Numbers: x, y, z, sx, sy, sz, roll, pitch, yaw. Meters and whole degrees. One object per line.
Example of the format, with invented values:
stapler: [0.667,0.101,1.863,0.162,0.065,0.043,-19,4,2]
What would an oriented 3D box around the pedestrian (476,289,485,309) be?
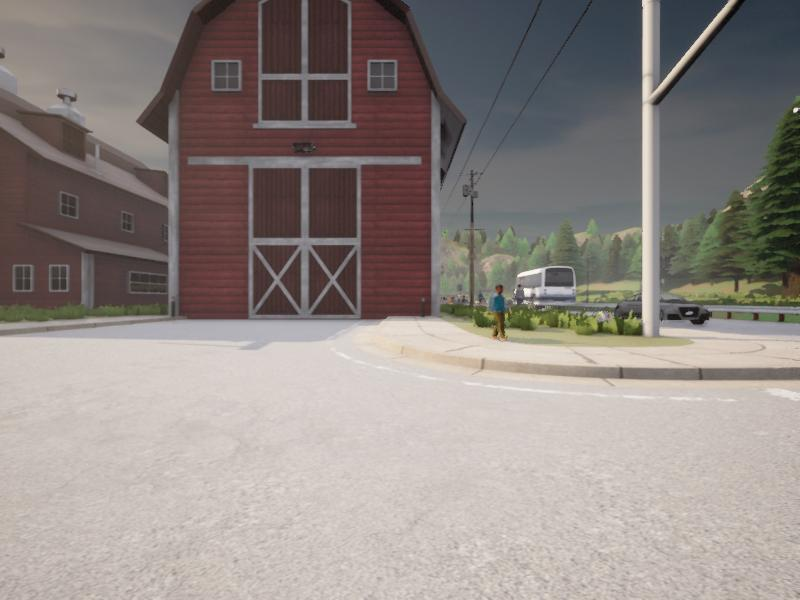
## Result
pedestrian: [7.865,-0.086,39.077,0.751,1.860,0.751,0,0,-5]

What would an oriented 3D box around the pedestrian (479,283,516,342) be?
pedestrian: [1.912,0.236,7.842,0.500,1.100,0.500,0,0,-26]

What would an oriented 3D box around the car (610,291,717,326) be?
car: [11.372,0.338,17.687,1.994,1.385,4.181,0,0,1]

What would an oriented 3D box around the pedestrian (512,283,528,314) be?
pedestrian: [7.346,-0.086,24.518,0.751,1.860,0.751,0,0,0]

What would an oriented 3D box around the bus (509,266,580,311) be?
bus: [15.029,-1.102,42.846,3.944,4.253,10.273,0,0,1]
